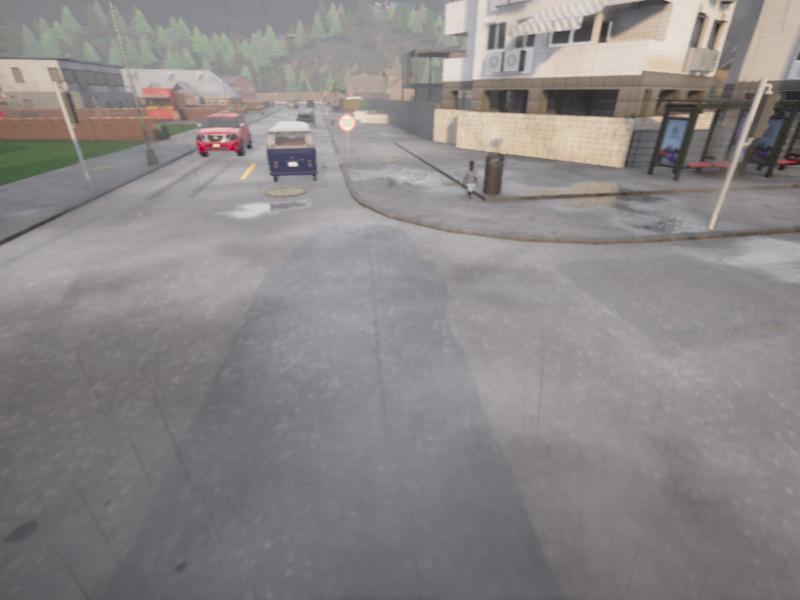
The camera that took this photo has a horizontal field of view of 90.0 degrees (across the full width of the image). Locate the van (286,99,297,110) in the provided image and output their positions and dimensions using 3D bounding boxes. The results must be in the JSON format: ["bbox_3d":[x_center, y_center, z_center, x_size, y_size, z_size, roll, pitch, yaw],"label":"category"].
[{"bbox_3d":[-22.848,-41.175,84.234,1.775,1.987,4.442,-5,28,-10],"label":"van"}]

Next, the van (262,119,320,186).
[{"bbox_3d":[-4.363,-6.169,16.388,1.775,1.987,4.442,-6,28,-11],"label":"van"}]

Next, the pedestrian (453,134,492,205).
[{"bbox_3d":[2.088,-3.817,11.685,0.751,1.860,0.751,-6,28,-11],"label":"pedestrian"}]

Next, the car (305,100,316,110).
[{"bbox_3d":[-18.603,-40.688,83.434,1.905,1.878,3.866,-5,28,-10],"label":"car"}]

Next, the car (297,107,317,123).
[{"bbox_3d":[-11.164,-22.380,48.365,2.163,1.488,4.792,-5,28,-10],"label":"car"}]

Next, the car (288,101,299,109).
[{"bbox_3d":[-24.393,-44.673,91.649,2.033,1.411,5.357,-5,28,-10],"label":"car"}]

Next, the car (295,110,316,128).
[{"bbox_3d":[-9.681,-18.769,41.349,1.837,1.490,4.892,-5,28,-10],"label":"car"}]

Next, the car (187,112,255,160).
[{"bbox_3d":[-9.778,-9.338,22.450,2.150,2.045,5.566,-5,27,-10],"label":"car"}]
